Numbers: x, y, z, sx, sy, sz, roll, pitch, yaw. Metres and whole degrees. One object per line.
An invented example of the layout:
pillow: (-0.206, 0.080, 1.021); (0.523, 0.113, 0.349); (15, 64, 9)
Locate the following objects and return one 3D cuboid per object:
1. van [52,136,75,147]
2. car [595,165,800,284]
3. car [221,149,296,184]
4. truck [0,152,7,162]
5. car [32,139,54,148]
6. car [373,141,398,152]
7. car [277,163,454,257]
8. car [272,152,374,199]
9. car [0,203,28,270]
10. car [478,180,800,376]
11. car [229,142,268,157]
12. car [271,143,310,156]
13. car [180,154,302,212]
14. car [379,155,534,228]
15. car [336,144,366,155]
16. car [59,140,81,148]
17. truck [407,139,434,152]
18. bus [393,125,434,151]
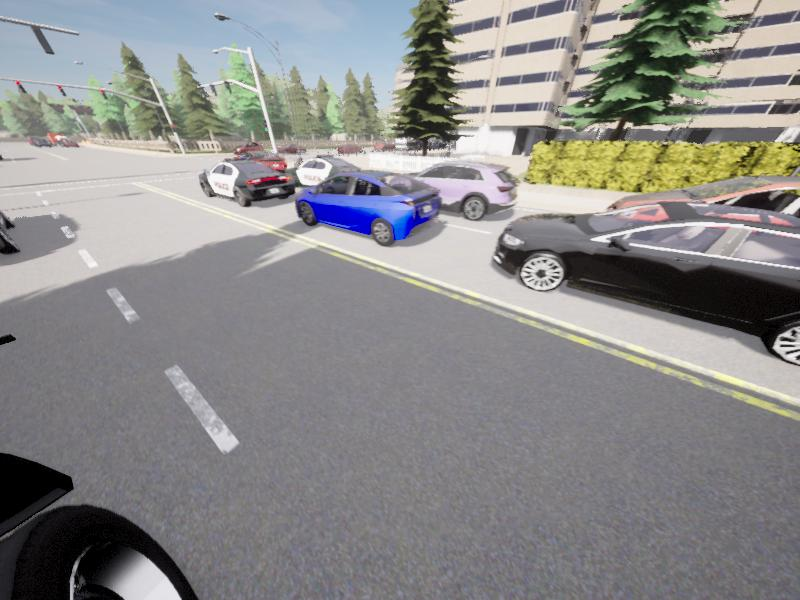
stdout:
van: (-79.240, -37.329, 54.429); (4.480, 2.038, 2.069); (22, 41, 28)
car: (7.555, -1.836, 5.154); (4.611, 1.667, 2.242); (22, 40, 28)
car: (-8.984, -8.554, 14.667); (4.514, 1.525, 2.007); (23, 41, 29)
truck: (-43.503, -15.584, 23.491); (5.204, 2.467, 2.627); (22, 41, 28)
car: (-77.183, -33.855, 49.893); (3.988, 1.617, 1.851); (22, 41, 28)
car: (-2.733, -29.663, 44.653); (2.152, 1.651, 5.027); (22, 40, 28)
car: (-1.068, -2.829, 6.606); (4.514, 1.525, 2.007); (22, 41, 28)
car: (-3.911, -6.446, 11.716); (4.974, 1.542, 2.038); (22, 41, 28)
car: (-10.685, -1.877, 5.057); (5.238, 1.638, 1.930); (22, 41, 28)
car: (4.153, -0.697, 3.640); (4.902, 1.511, 2.128); (22, 41, 28)
car: (-21.436, -21.460, 32.819); (1.851, 1.617, 3.988); (24, 41, 29)
car: (-16.036, -22.231, 34.111); (1.812, 1.442, 4.674); (22, 41, 28)
car: (-6.789, -5.161, 9.860); (4.974, 1.542, 2.038); (22, 41, 28)
car: (1.789, -4.164, 8.444); (4.856, 1.649, 2.033); (22, 41, 28)
car: (-7.813, -24.069, 36.870); (1.994, 1.385, 4.181); (29, 44, 34)
car: (-72.391, -34.312, 50.694); (3.806, 1.475, 1.970); (22, 40, 27)
truck: (4.241, -32.106, 47.781); (2.390, 2.098, 6.274); (23, 41, 29)
bus: (3.136, -35.635, 50.923); (3.944, 4.253, 10.273); (22, 41, 28)
